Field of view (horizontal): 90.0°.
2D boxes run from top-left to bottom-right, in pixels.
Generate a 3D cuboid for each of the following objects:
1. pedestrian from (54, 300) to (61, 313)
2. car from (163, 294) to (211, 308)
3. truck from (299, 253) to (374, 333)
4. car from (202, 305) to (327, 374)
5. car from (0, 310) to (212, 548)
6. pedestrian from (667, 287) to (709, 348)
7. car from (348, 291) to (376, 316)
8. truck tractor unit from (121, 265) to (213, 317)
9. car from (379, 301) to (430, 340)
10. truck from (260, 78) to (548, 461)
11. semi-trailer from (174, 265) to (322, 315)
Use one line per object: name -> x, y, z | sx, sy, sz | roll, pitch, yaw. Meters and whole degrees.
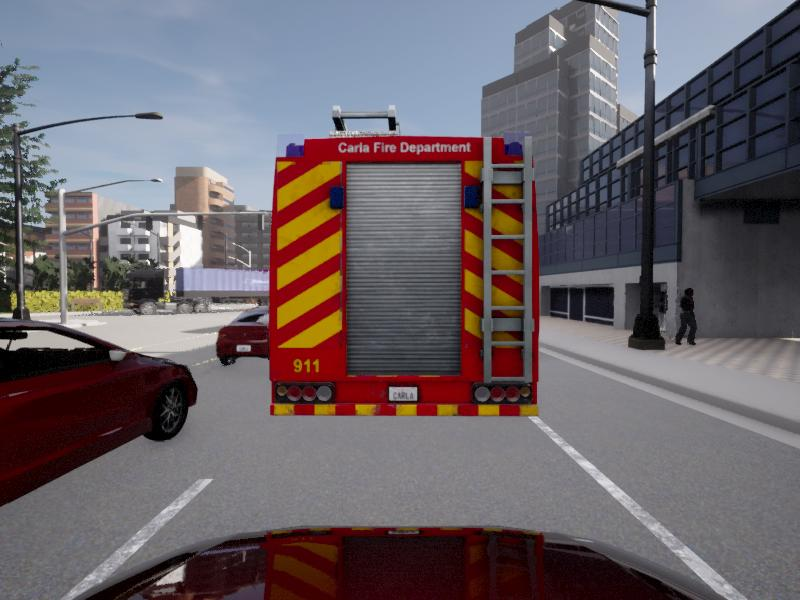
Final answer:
pedestrian -> -30.554, 0.578, 35.688 | 0.500, 1.100, 0.500 | -1, 2, -40
car -> -27.246, 0.090, 51.336 | 5.027, 1.651, 2.152 | 0, 1, 1
truck -> -3.295, -0.399, 23.339 | 2.891, 3.827, 8.468 | 0, 1, 1
car -> -3.408, 0.891, 11.135 | 1.812, 1.442, 4.674 | 0, 0, 1
car -> -3.468, 0.860, 3.307 | 1.816, 1.474, 4.193 | 0, 0, 1
pedestrian -> 9.024, 0.515, 12.554 | 0.751, 1.860, 0.751 | 0, 1, -11
car -> -3.284, 0.256, 35.675 | 2.150, 2.045, 5.566 | 0, 1, -1
truck tractor unit -> -20.601, -0.823, 35.618 | 6.516, 4.208, 3.053 | -1, 2, -45
car -> 0.197, 0.805, 18.471 | 2.038, 1.542, 4.974 | 0, 0, 1
truck -> 0.092, -0.302, 8.253 | 2.891, 3.827, 8.468 | 0, 0, 1
semi-trailer -> -14.904, -1.056, 41.113 | 14.254, 4.402, 2.717 | -1, 2, -44
